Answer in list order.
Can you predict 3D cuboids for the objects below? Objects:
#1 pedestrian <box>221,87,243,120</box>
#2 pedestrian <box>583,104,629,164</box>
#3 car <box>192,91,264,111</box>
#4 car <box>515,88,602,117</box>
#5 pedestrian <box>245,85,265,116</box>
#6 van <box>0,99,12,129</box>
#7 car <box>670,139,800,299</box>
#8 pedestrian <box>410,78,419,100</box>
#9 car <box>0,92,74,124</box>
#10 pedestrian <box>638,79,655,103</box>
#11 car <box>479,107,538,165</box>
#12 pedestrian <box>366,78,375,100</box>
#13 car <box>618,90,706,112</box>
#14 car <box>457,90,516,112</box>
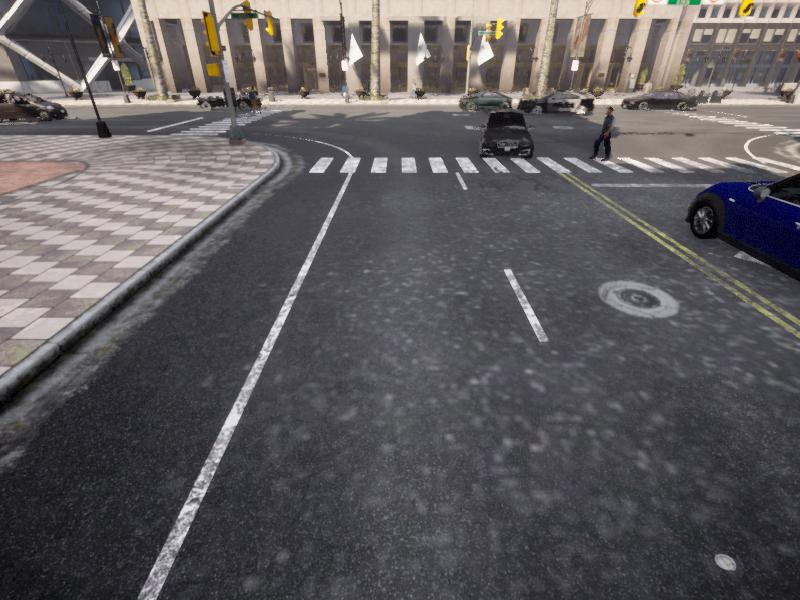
[{"bbox_3d":[-10.941,-12.835,26.109,0.751,1.860,0.751,0,30,0],"label":"pedestrian"},{"bbox_3d":[7.268,-5.877,14.191,0.751,1.860,0.751,-4,31,-8],"label":"pedestrian"},{"bbox_3d":[-13.596,-15.839,31.860,4.718,1.301,1.895,0,30,0],"label":"car"},{"bbox_3d":[11.180,-14.140,28.609,5.238,1.638,1.930,1,30,0],"label":"car"},{"bbox_3d":[-10.243,-14.091,28.259,0.751,1.860,0.751,10,32,17],"label":"pedestrian"},{"bbox_3d":[-24.743,-10.376,21.819,4.442,1.987,1.775,-7,31,-13],"label":"van"},{"bbox_3d":[7.074,-1.332,6.520,2.097,1.767,4.553,0,30,0],"label":"car"},{"bbox_3d":[1.399,-20.527,38.981,0.751,1.860,0.751,-2,30,-4],"label":"pedestrian"},{"bbox_3d":[-23.517,-12.114,25.171,3.988,1.617,1.851,-5,31,-8],"label":"car"},{"bbox_3d":[22.165,-18.781,35.990,0.751,1.860,0.751,24,38,35],"label":"pedestrian"},{"bbox_3d":[4.177,-6.746,16.092,1.837,1.490,4.892,4,30,9],"label":"car"},{"bbox_3d":[-2.866,-20.623,39.145,0.751,1.860,0.751,-5,31,-8],"label":"pedestrian"},{"bbox_3d":[20.561,-15.765,31.637,5.357,1.411,2.033,0,30,0],"label":"car"},{"bbox_3d":[6.780,-15.803,31.728,4.181,1.385,1.994,0,30,0],"label":"car"}]
